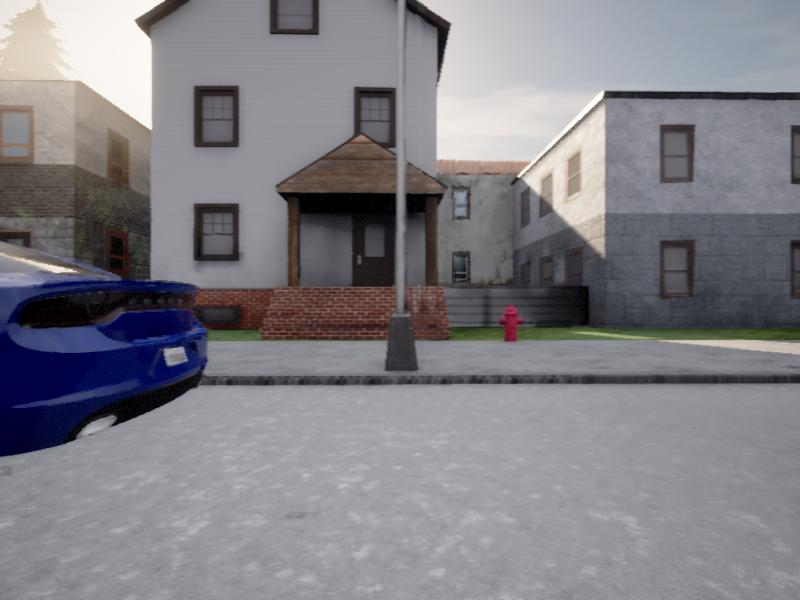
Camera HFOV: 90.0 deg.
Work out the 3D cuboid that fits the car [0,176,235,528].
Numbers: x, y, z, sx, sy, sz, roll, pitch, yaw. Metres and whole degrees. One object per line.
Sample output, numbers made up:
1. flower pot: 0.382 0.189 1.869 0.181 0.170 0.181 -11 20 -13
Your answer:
1. car: -3.973 0.225 2.614 5.008 1.535 1.882 0 0 -2
